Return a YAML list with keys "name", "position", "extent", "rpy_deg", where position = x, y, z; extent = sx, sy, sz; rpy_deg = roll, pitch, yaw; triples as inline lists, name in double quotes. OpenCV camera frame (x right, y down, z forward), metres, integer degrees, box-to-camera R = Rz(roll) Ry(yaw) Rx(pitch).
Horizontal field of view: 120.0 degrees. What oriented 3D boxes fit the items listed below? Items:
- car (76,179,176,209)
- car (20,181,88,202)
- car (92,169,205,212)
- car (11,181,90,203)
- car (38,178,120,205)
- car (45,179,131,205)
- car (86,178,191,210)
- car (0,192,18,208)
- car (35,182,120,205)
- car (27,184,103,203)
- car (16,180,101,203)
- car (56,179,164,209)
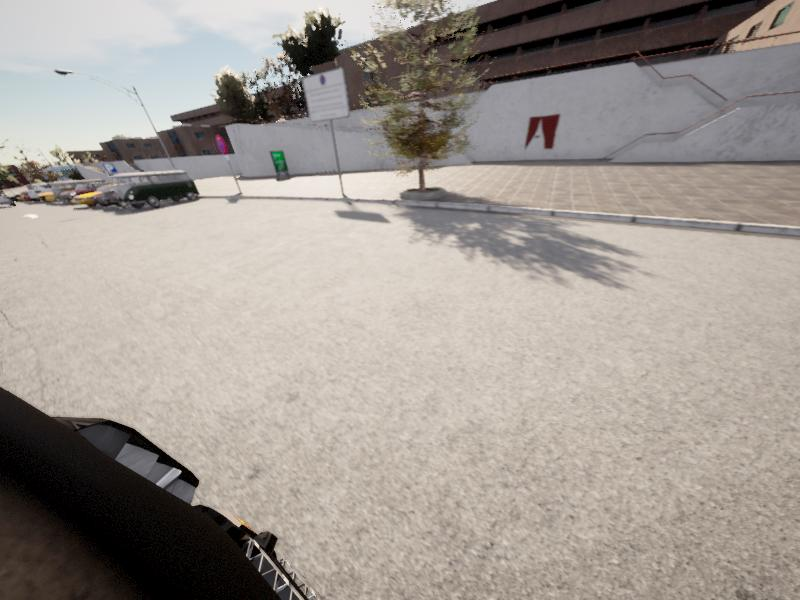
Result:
- name: "car"
  position: [-21.393, -8.524, 18.392]
  extent: [2.002, 1.452, 4.674]
  rpy_deg: [2, 32, 10]
- name: "car"
  position: [-47.192, -14.910, 31.743]
  extent: [1.878, 1.987, 4.442]
  rpy_deg: [2, 32, 11]
- name: "car"
  position: [-16.279, -7.438, 15.438]
  extent: [1.878, 1.987, 4.442]
  rpy_deg: [2, 32, 10]
- name: "car"
  position: [-49.749, -15.585, 33.168]
  extent: [2.435, 2.045, 5.566]
  rpy_deg: [2, 32, 11]
- name: "car"
  position: [-34.312, -11.810, 24.943]
  extent: [1.878, 1.987, 4.442]
  rpy_deg: [2, 32, 10]
- name: "car"
  position: [-31.705, -11.178, 23.760]
  extent: [2.185, 1.767, 4.553]
  rpy_deg: [2, 32, 10]
- name: "car"
  position: [-18.824, -7.898, 17.032]
  extent: [2.002, 1.452, 4.674]
  rpy_deg: [2, 32, 11]
- name: "car"
  position: [-47.080, -11.650, 26.971]
  extent: [3.633, 1.501, 1.845]
  rpy_deg: [13, 37, 27]
- name: "car"
  position: [-36.830, -12.404, 26.670]
  extent: [1.946, 1.575, 5.366]
  rpy_deg: [2, 32, 11]
- name: "car"
  position: [-42.005, -13.551, 29.236]
  extent: [2.097, 1.535, 5.008]
  rpy_deg: [2, 32, 10]
- name: "car"
  position: [-44.601, -14.396, 30.485]
  extent: [2.435, 2.045, 5.566]
  rpy_deg: [1, 32, 11]
- name: "car"
  position: [-24.004, -9.086, 19.571]
  extent: [1.946, 1.575, 5.366]
  rpy_deg: [2, 32, 10]
